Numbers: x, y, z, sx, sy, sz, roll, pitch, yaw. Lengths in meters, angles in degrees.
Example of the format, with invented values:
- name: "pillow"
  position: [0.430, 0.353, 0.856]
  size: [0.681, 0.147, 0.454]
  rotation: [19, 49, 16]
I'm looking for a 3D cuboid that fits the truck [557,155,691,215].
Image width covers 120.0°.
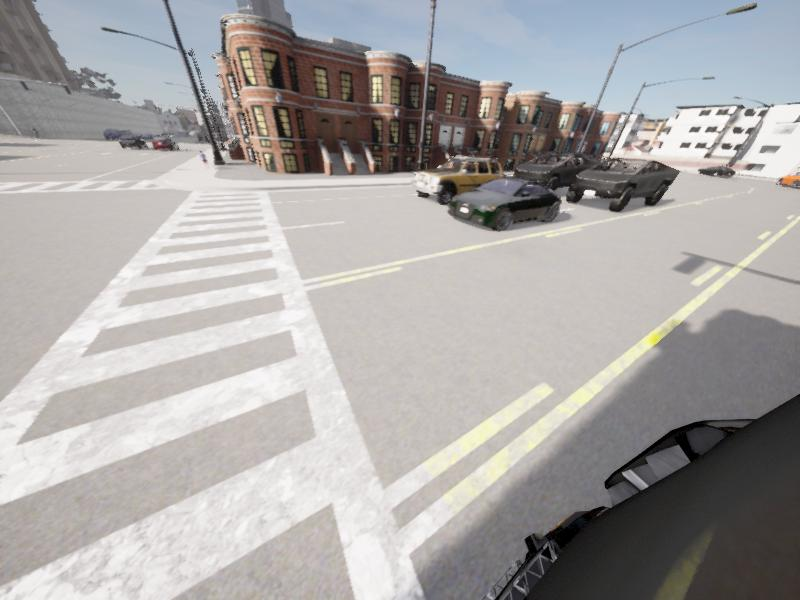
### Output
- name: "truck"
  position: [11.423, -5.982, 11.776]
  size: [6.274, 2.098, 2.390]
  rotation: [-16, 38, -26]

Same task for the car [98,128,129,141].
- name: "car"
  position: [-60.978, -35.291, 49.316]
  size: [2.150, 2.045, 5.566]
  rotation: [-16, 38, -26]

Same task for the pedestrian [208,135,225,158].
- name: "pedestrian"
  position: [-18.518, -15.517, 23.354]
  size: [0.751, 1.860, 0.751]
  rotation: [-15, 38, -24]

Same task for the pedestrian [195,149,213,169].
- name: "pedestrian"
  position: [-12.996, -9.334, 15.338]
  size: [0.500, 1.100, 0.500]
  rotation: [-24, 43, -34]

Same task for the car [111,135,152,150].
- name: "car"
  position: [-35.288, -20.873, 30.545]
  size: [2.128, 1.511, 4.902]
  rotation: [-16, 39, -26]

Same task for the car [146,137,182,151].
- name: "car"
  position: [-31.806, -21.207, 31.346]
  size: [2.163, 1.488, 4.792]
  rotation: [-14, 37, -24]

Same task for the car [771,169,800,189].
- name: "car"
  position: [45.845, -13.694, 26.228]
  size: [2.097, 1.767, 4.553]
  rotation: [23, 39, 27]

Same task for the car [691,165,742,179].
- name: "car"
  position: [50.640, -20.669, 37.155]
  size: [1.882, 1.535, 5.008]
  rotation: [7, 34, 6]

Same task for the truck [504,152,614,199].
- name: "truck"
  position: [9.832, -7.790, 14.322]
  size: [6.274, 2.098, 2.390]
  rotation: [-16, 38, -26]

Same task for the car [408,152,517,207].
- name: "car"
  position: [2.890, -5.718, 10.898]
  size: [4.605, 1.855, 1.932]
  rotation: [-15, 38, -26]

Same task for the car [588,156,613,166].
- name: "car"
  position: [49.086, -34.116, 56.613]
  size: [1.905, 1.878, 3.866]
  rotation: [-15, 38, -24]

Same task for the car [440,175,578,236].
- name: "car"
  position: [3.790, -3.506, 8.152]
  size: [4.181, 1.385, 1.994]
  rotation: [-16, 38, -26]

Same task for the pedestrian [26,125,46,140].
- name: "pedestrian"
  position: [-60.848, -27.962, 38.603]
  size: [0.751, 1.860, 0.751]
  rotation: [-10, 36, -19]
